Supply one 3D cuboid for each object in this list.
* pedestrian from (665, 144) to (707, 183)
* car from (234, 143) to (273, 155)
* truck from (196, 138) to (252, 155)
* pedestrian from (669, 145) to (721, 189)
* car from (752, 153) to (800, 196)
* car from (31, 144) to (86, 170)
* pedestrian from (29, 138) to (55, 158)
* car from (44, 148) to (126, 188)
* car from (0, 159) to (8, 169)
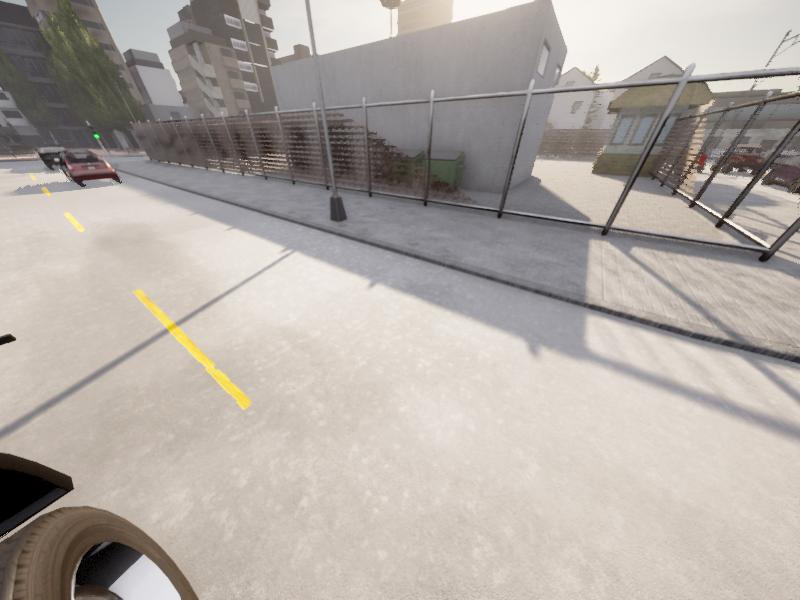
[{"bbox_3d":[16.471,-7.880,13.379,0.751,1.860,0.751,28,44,34],"label":"pedestrian"},{"bbox_3d":[-22.916,-23.888,36.416,1.812,1.442,4.674,22,40,28],"label":"car"},{"bbox_3d":[-27.556,-24.395,36.533,2.390,2.098,6.274,22,41,28],"label":"truck"},{"bbox_3d":[14.911,-6.751,11.751,0.751,1.860,0.751,22,41,28],"label":"pedestrian"},{"bbox_3d":[21.401,-6.466,11.835,2.033,1.649,4.856,22,40,28],"label":"car"},{"bbox_3d":[-29.275,-12.319,19.776,5.238,1.638,1.930,24,42,30],"label":"car"},{"bbox_3d":[-40.475,-17.144,26.134,0.751,1.860,0.751,28,44,34],"label":"pedestrian"},{"bbox_3d":[-18.184,-7.715,13.347,3.988,1.617,1.851,22,41,28],"label":"car"},{"bbox_3d":[-34.891,-11.075,18.115,4.193,1.474,1.816,-1,35,-2],"label":"car"}]
